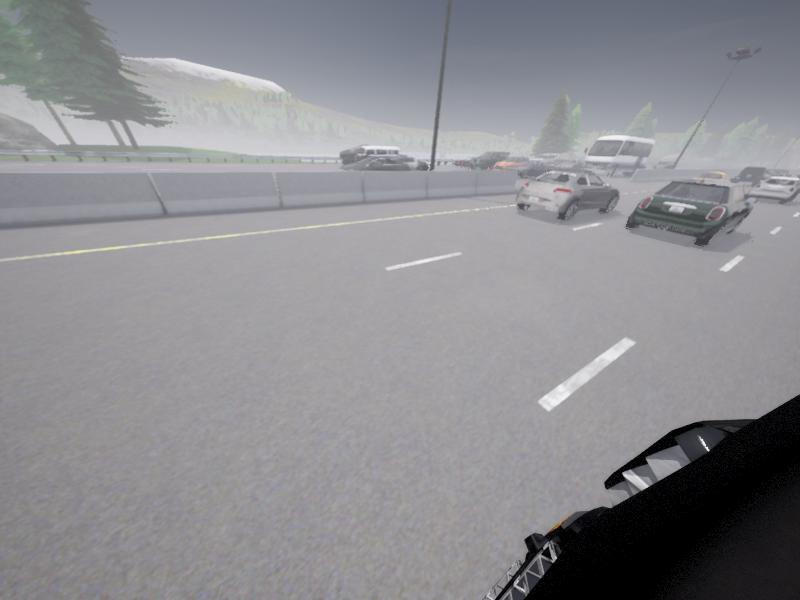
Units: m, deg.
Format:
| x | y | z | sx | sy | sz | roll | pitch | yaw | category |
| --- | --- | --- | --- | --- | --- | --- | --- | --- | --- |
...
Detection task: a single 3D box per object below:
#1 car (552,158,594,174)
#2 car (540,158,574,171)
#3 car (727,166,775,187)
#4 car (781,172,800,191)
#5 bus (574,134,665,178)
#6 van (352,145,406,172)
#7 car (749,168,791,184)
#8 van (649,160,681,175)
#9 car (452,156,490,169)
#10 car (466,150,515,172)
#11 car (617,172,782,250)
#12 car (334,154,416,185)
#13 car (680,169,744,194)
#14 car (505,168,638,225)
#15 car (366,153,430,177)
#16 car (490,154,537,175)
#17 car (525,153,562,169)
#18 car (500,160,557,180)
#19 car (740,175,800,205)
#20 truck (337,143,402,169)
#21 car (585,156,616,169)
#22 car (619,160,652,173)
| x | y | z | sx | sy | sz | roll | pitch | yaw | category |
| --- | --- | --- | --- | --- | --- | --- | --- | --- | --- |
| 23.626 | -18.296 | 31.564 | 5.027 | 1.651 | 2.152 | -16 | 38 | -26 | car |
| 23.904 | -20.587 | 35.090 | 4.514 | 1.525 | 2.007 | -16 | 38 | -26 | car |
| 39.824 | -14.046 | 26.224 | 3.866 | 1.878 | 1.905 | -16 | 38 | -26 | car |
| 43.802 | -12.822 | 24.955 | 3.988 | 1.617 | 1.851 | -16 | 38 | -26 | car |
| 28.120 | -18.331 | 29.600 | 10.273 | 4.253 | 3.944 | -16 | 38 | -26 | bus |
| -1.947 | -13.385 | 21.897 | 4.480 | 2.038 | 2.069 | -16 | 38 | -26 | van |
| 51.702 | -17.366 | 32.285 | 4.611 | 1.667 | 2.242 | -16 | 38 | -26 | car |
| 43.888 | -22.004 | 38.324 | 4.442 | 1.987 | 1.775 | -16 | 38 | -26 | van |
| 9.611 | -18.646 | 31.304 | 4.718 | 1.301 | 1.895 | -16 | 38 | -26 | car |
| 11.222 | -17.163 | 28.542 | 5.566 | 2.045 | 2.150 | -16 | 38 | -26 | car |
| 10.264 | -3.279 | 7.977 | 4.553 | 1.767 | 2.097 | -16 | 38 | -26 | car |
| -1.626 | -8.758 | 15.495 | 4.902 | 1.511 | 2.128 | -16 | 38 | -26 | car |
| 26.423 | -10.078 | 19.552 | 5.366 | 1.575 | 1.801 | -16 | 38 | -26 | car |
| 7.314 | -4.616 | 9.900 | 5.027 | 1.651 | 2.152 | -16 | 38 | -26 | car |
| -0.137 | -11.444 | 19.603 | 4.974 | 1.542 | 2.038 | -16 | 38 | -26 | car |
| 12.742 | -15.247 | 26.022 | 4.553 | 1.767 | 2.097 | -16 | 38 | -26 | car |
| 23.686 | -22.992 | 38.183 | 5.566 | 2.045 | 2.150 | -17 | 38 | -25 | car |
| 12.701 | -12.820 | 22.761 | 5.357 | 1.411 | 2.033 | -16 | 38 | -26 | car |
| 26.575 | -7.827 | 16.299 | 3.806 | 1.475 | 1.970 | -16 | 38 | -26 | car |
| -3.171 | -15.309 | 24.623 | 6.274 | 2.098 | 2.390 | -16 | 38 | -26 | truck |
| 40.509 | -27.814 | 46.679 | 5.566 | 2.045 | 2.150 | -16 | 38 | -26 | car |
| 41.139 | -23.338 | 40.387 | 4.611 | 1.667 | 2.242 | -16 | 38 | -26 | car |
